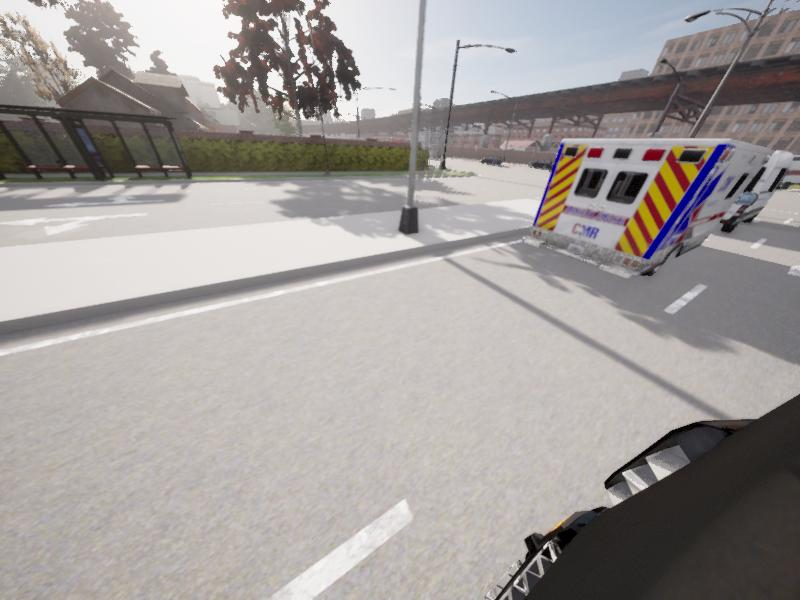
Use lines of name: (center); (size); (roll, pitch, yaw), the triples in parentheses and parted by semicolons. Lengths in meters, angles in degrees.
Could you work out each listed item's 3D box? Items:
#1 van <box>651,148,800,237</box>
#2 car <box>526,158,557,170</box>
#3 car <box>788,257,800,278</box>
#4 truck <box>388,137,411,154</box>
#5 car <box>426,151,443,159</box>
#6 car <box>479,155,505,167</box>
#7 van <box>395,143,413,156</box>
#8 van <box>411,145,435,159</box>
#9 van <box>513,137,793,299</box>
van: (13.415, -4.490, 9.354); (5.915, 2.561, 1.988); (-16, 38, -26)
car: (22.623, -21.837, 37.037); (1.845, 1.501, 3.633); (-16, 38, -26)
car: (11.221, -1.208, 5.171); (3.633, 1.501, 1.845); (-16, 38, -26)
truck: (-0.304, -46.168, 69.036); (2.891, 3.827, 8.468); (-16, 39, -26)
car: (8.474, -36.026, 57.246); (1.994, 1.385, 4.181); (-16, 39, -26)
car: (16.040, -24.524, 40.594); (1.789, 1.549, 3.705); (-16, 38, -26)
van: (1.017, -40.242, 61.690); (1.988, 2.561, 5.915); (-16, 39, -26)
van: (5.412, -35.645, 55.517); (2.351, 2.431, 6.366); (-16, 38, -26)
van: (6.279, -2.391, 5.789); (6.366, 2.431, 2.351); (-16, 38, -26)
